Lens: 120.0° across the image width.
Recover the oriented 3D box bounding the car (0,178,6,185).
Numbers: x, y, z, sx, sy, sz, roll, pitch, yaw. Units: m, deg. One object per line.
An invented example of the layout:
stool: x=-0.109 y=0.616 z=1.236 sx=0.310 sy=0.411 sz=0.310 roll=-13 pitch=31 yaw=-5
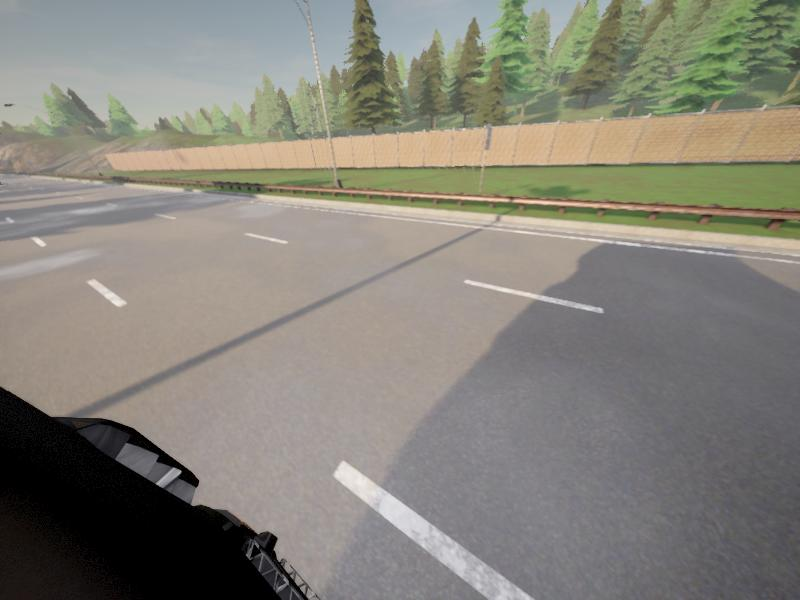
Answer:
car: x=-56.017 y=-16.351 z=31.164 sx=4.902 sy=1.511 sz=2.128 roll=16 pitch=38 yaw=26
